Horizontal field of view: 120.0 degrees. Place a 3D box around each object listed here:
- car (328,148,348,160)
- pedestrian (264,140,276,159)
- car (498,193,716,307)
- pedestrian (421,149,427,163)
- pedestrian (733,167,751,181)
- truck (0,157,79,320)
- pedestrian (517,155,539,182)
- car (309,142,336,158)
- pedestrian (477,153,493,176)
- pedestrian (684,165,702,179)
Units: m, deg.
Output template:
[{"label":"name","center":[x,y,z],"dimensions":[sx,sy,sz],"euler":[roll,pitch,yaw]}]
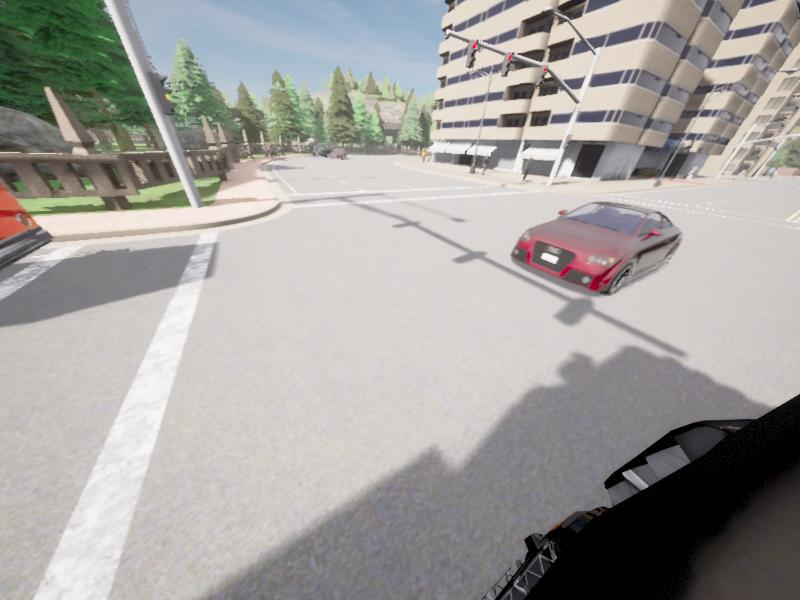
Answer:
[{"label":"car","center":[-9.653,-23.020,36.443],"dimensions":[1.812,1.442,4.674],"euler":[4,33,1]},{"label":"pedestrian","center":[-15.390,-17.818,27.414],"dimensions":[0.751,1.860,0.751],"euler":[-4,34,-10]},{"label":"car","center":[4.656,-1.451,5.291],"dimensions":[4.181,1.385,1.994],"euler":[-16,38,-26]},{"label":"pedestrian","center":[3.759,-22.768,36.519],"dimensions":[0.751,1.860,0.751],"euler":[1,34,-4]},{"label":"pedestrian","center":[56.847,-20.934,38.411],"dimensions":[0.751,1.860,0.751],"euler":[-16,38,-27]},{"label":"truck","center":[-8.032,-0.567,1.917],"dimensions":[5.204,2.467,2.627],"euler":[-16,38,-26]},{"label":"pedestrian","center":[10.479,-10.744,18.974],"dimensions":[0.751,1.860,0.751],"euler":[-12,37,-22]},{"label":"car","center":[-12.955,-25.324,39.087],"dimensions":[2.150,2.045,5.566],"euler":[6,34,4]},{"label":"pedestrian","center":[8.115,-12.931,22.066],"dimensions":[0.751,1.860,0.751],"euler":[-18,39,-29]},{"label":"pedestrian","center":[44.128,-19.262,34.800],"dimensions":[0.751,1.860,0.751],"euler":[-17,38,-27]}]
